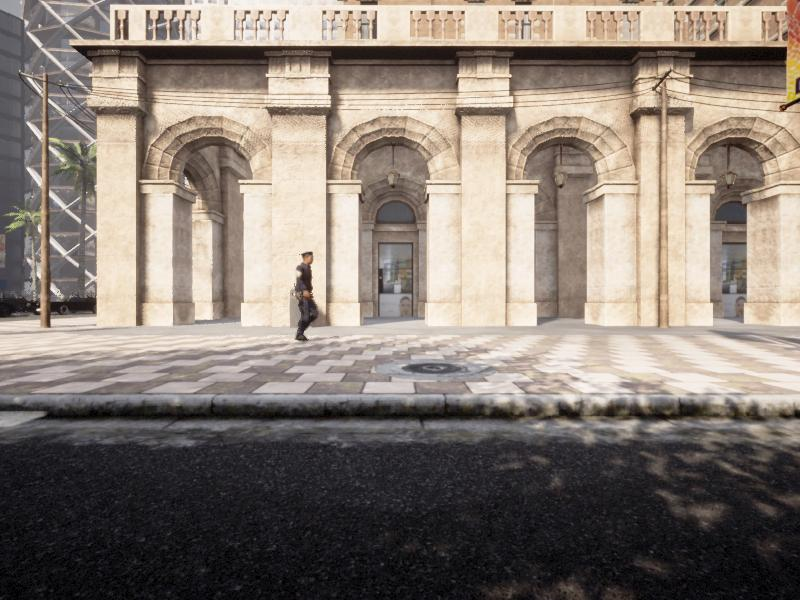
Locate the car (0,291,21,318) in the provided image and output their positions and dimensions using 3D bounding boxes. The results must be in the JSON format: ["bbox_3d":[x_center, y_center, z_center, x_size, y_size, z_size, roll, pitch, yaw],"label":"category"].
[{"bbox_3d":[-23.029,0.251,21.246,1.816,1.474,4.193,0,0,0],"label":"car"}]

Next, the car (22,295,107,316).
[{"bbox_3d":[-23.035,0.340,27.750,1.895,1.301,4.718,0,0,0],"label":"car"}]

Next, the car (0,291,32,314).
[{"bbox_3d":[-30.040,0.152,29.154,2.242,1.667,4.611,0,0,0],"label":"car"}]

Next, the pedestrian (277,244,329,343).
[{"bbox_3d":[-1.911,-0.115,7.945,0.751,1.860,0.751,0,0,11],"label":"pedestrian"}]

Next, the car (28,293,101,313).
[{"bbox_3d":[-26.531,0.224,31.896,2.007,1.525,4.514,0,0,0],"label":"car"}]
